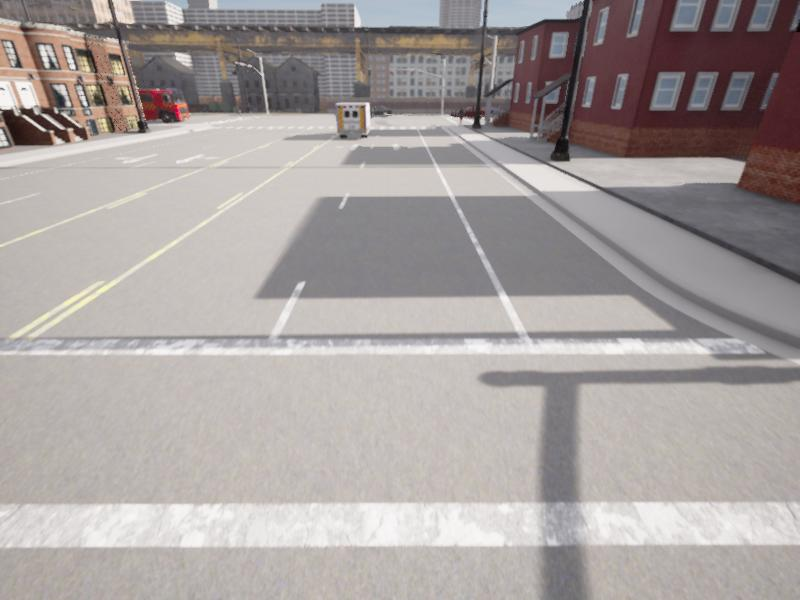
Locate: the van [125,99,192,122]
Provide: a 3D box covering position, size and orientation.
[{"bbox_3d":[-29.971,-23.671,49.891,6.366,2.431,2.351,0,27,0],"label":"van"}]

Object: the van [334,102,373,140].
[{"bbox_3d":[-3.542,-14.306,31.769,2.351,2.431,6.366,0,27,0],"label":"van"}]

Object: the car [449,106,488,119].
[{"bbox_3d":[9.607,-26.354,56.202,5.008,1.535,1.882,-1,27,-2],"label":"car"}]

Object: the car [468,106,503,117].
[{"bbox_3d":[12.696,-27.974,59.462,4.674,1.442,1.812,0,27,0],"label":"car"}]

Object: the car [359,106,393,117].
[{"bbox_3d":[-3.493,-28.011,59.430,4.892,1.490,1.837,0,27,0],"label":"car"}]

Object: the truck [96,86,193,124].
[{"bbox_3d":[-29.418,-22.665,46.409,8.468,3.827,2.891,0,27,0],"label":"truck"}]

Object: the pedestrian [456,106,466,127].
[{"bbox_3d":[6.055,-18.211,39.622,0.751,1.860,0.751,0,27,-1],"label":"pedestrian"}]

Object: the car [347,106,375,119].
[{"bbox_3d":[-5.426,-26.438,56.301,3.705,1.549,1.789,0,27,0],"label":"car"}]
